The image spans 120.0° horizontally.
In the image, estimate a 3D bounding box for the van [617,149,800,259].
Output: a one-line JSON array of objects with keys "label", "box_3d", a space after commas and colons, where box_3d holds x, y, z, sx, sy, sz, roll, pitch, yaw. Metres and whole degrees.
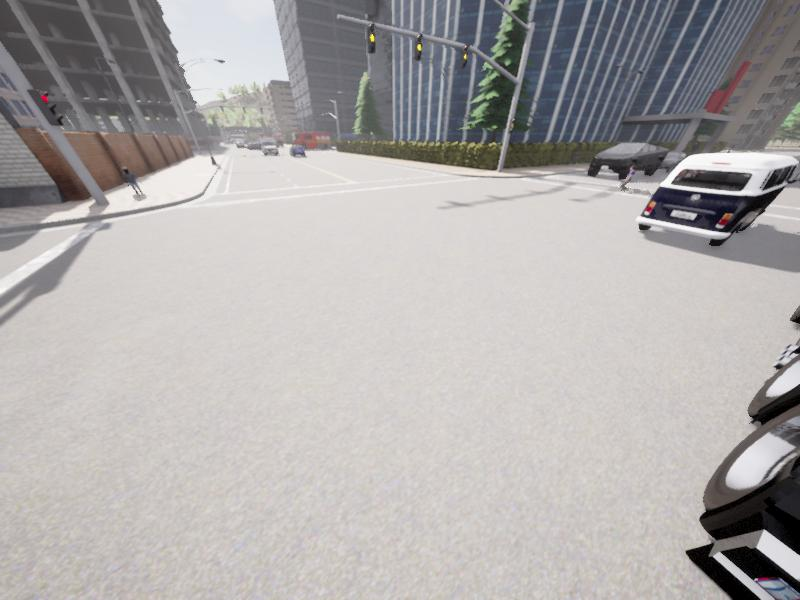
[{"label": "van", "box_3d": [8.971, -2.966, 6.528, 4.480, 2.038, 2.069, -18, 39, -24]}]

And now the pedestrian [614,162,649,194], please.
[{"label": "pedestrian", "box_3d": [11.811, -6.251, 11.823, 0.751, 1.300, 0.751, 30, 45, 35]}]

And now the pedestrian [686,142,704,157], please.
[{"label": "pedestrian", "box_3d": [43.409, -22.173, 34.009, 0.751, 1.860, 0.751, -19, 39, -25]}]

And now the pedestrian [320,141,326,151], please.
[{"label": "pedestrian", "box_3d": [-17.836, -35.580, 53.268, 0.751, 1.860, 0.751, -28, 44, -34]}]

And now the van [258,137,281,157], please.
[{"label": "van", "box_3d": [-21.252, -24.824, 37.389, 2.351, 2.431, 6.366, -17, 38, -23]}]

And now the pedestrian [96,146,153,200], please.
[{"label": "pedestrian", "box_3d": [-11.445, -5.327, 9.699, 0.751, 1.860, 0.751, -25, 42, -32]}]

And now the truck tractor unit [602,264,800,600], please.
[{"label": "truck tractor unit", "box_3d": [5.107, -0.305, 0.778, 6.516, 4.208, 3.053, -18, 39, -24]}]

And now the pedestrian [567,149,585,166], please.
[{"label": "pedestrian", "box_3d": [17.049, -13.808, 22.383, 0.751, 1.300, 0.751, -18, 39, -24]}]

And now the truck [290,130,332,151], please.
[{"label": "truck", "box_3d": [-21.064, -38.053, 55.113, 8.468, 3.827, 2.891, -19, 39, -25]}]

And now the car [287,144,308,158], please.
[{"label": "car", "box_3d": [-15.808, -22.977, 35.559, 2.007, 1.525, 4.514, -17, 38, -23]}]

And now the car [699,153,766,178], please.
[{"label": "car", "box_3d": [25.925, -10.580, 18.052, 4.181, 1.385, 1.994, -19, 39, -25]}]

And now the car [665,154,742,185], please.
[{"label": "car", "box_3d": [19.863, -8.635, 15.144, 4.193, 1.474, 1.816, -18, 39, -24]}]

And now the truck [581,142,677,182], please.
[{"label": "truck", "box_3d": [16.561, -10.124, 16.714, 6.274, 2.098, 2.390, -18, 39, -24]}]

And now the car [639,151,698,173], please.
[{"label": "car", "box_3d": [23.374, -12.082, 20.125, 4.674, 1.442, 1.812, -18, 39, -24]}]
